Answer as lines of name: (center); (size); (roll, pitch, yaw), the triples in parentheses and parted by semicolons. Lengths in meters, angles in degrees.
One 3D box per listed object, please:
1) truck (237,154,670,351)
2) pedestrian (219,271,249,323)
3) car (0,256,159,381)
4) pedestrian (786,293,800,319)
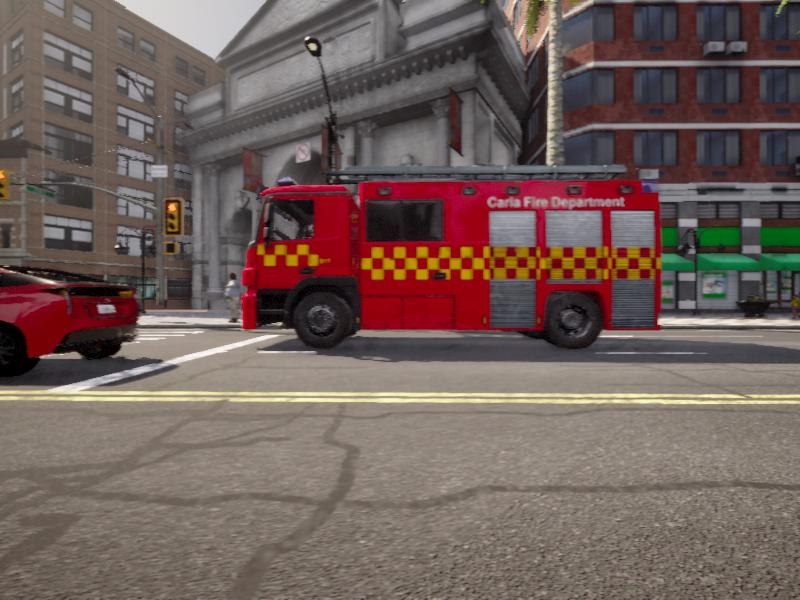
truck: (1.039, -0.923, 9.291); (8.468, 3.827, 2.891); (0, 0, 1)
pedestrian: (-6.126, -0.120, 14.770); (0.751, 1.860, 0.751); (0, 0, 33)
car: (-6.438, 0.225, 5.937); (4.514, 1.525, 2.007); (0, 0, 1)
pedestrian: (17.413, 0.266, 17.520); (0.500, 1.100, 0.500); (0, 0, 2)
